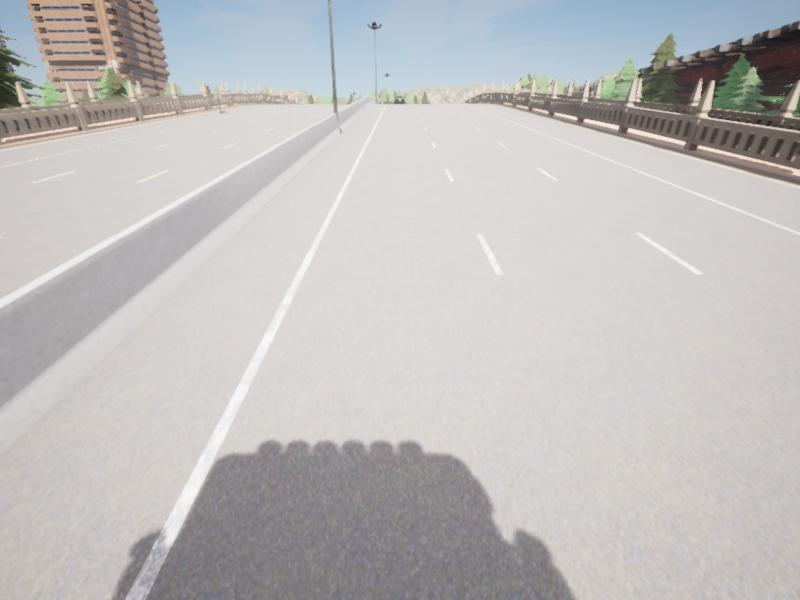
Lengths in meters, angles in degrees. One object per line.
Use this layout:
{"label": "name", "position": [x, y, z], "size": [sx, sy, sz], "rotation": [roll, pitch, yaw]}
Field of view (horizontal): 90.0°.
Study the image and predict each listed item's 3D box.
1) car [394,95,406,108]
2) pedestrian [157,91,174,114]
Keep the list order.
{"label": "car", "position": [-0.044, -35.372, 71.355], "size": [2.097, 1.767, 4.553], "rotation": [0, 22, 0]}
{"label": "pedestrian", "position": [-21.780, -18.292, 37.107], "size": [0.751, 1.860, 0.751], "rotation": [0, 22, 0]}
